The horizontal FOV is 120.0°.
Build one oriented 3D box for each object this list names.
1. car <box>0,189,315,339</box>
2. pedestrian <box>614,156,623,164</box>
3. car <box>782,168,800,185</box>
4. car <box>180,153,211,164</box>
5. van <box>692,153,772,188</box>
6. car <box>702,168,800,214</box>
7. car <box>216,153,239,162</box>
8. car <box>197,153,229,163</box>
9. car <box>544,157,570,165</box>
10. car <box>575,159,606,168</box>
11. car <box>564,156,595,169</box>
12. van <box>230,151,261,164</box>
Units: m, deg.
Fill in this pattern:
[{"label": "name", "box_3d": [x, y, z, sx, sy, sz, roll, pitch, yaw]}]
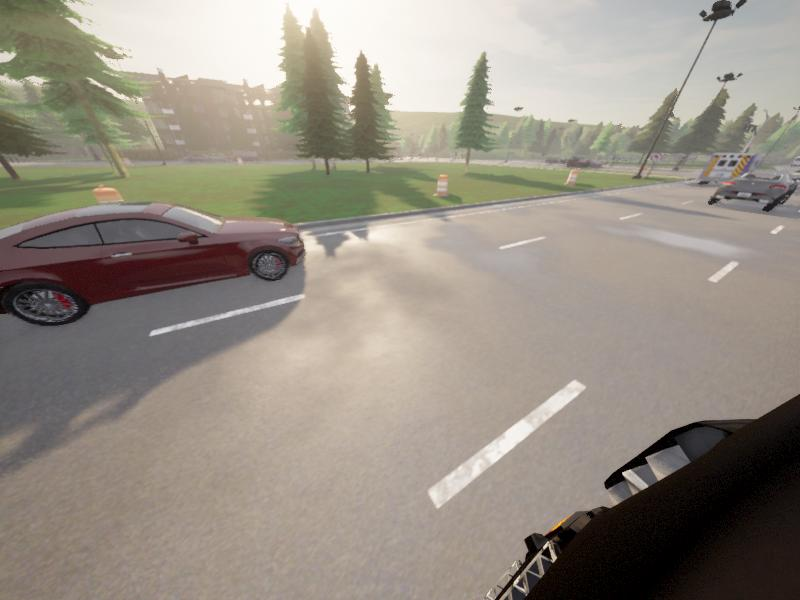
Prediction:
[{"label": "car", "box_3d": [-4.287, -0.995, 4.232, 4.674, 1.442, 1.812, -17, 37, -25]}, {"label": "pedestrian", "box_3d": [55.532, -35.637, 58.812, 0.751, 1.860, 0.751, -14, 36, -22]}, {"label": "car", "box_3d": [40.669, -12.348, 23.005, 4.718, 1.301, 1.895, -17, 37, -25]}, {"label": "car", "box_3d": [-38.567, -26.840, 43.733, 3.988, 1.617, 1.851, -17, 37, -25]}, {"label": "van", "box_3d": [29.733, -11.695, 20.714, 6.366, 2.431, 2.351, -17, 37, -25]}, {"label": "car", "box_3d": [18.894, -5.902, 12.199, 5.027, 1.651, 2.152, -17, 37, -25]}, {"label": "car", "box_3d": [-37.833, -31.396, 50.897, 3.705, 1.549, 1.789, -17, 37, -25]}, {"label": "car", "box_3d": [-38.190, -29.156, 47.297, 4.611, 1.667, 2.242, -17, 37, -25]}, {"label": "car", "box_3d": [40.919, -36.420, 60.270, 1.930, 1.638, 5.238, -16, 36, -25]}, {"label": "car", "box_3d": [37.539, -26.941, 45.656, 1.994, 1.385, 4.181, -16, 36, -25]}, {"label": "car", "box_3d": [34.316, -26.431, 44.311, 1.905, 1.878, 3.866, -16, 36, -25]}, {"label": "van", "box_3d": [-29.720, -27.478, 44.558, 4.442, 1.987, 1.775, -17, 37, -25]}]
